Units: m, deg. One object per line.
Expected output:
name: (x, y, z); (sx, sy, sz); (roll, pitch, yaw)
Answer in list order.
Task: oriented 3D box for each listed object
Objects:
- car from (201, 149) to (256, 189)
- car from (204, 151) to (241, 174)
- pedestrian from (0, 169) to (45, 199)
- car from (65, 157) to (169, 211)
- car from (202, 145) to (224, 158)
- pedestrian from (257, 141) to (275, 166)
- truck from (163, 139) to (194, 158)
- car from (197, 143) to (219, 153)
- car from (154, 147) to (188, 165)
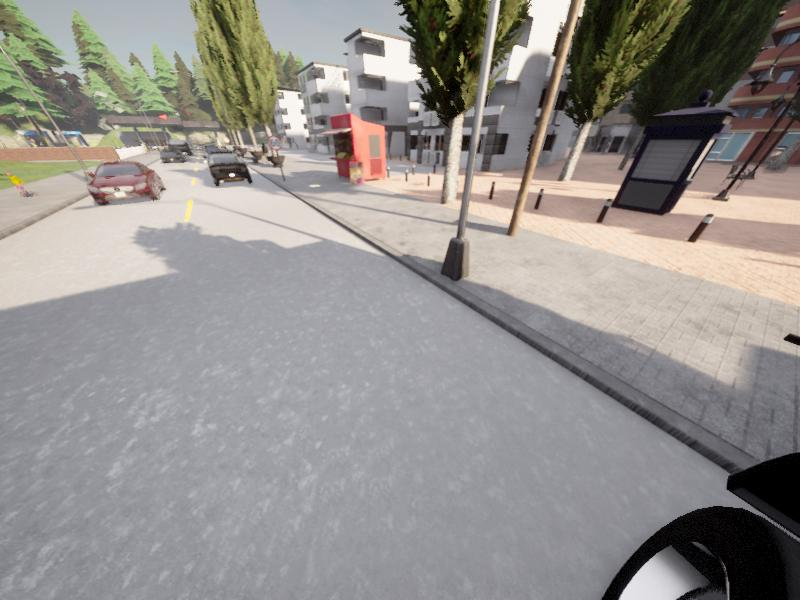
car: (-10.584, -8.134, 14.101); (1.930, 1.638, 5.238); (-22, 41, -28)
car: (-14.913, -11.575, 19.315); (1.895, 1.301, 4.718); (-22, 41, -28)
pedestrian: (-16.393, -5.018, 9.973); (0.500, 1.100, 0.500); (3, 35, 5)
car: (-12.251, -5.415, 10.430); (1.812, 1.442, 4.674); (-22, 41, -28)
car: (-27.759, -22.130, 34.299); (2.033, 1.411, 5.357); (-22, 41, -28)
pedestrian: (-12.293, -13.416, 21.194); (0.751, 1.860, 0.751); (30, 45, 35)
truck: (-33.435, -23.056, 35.042); (2.390, 2.098, 6.274); (-22, 41, -27)
car: (-40.712, -32.318, 49.014); (5.238, 1.638, 1.930); (26, 43, 32)
car: (-24.714, -15.701, 25.087); (1.816, 1.474, 4.193); (-21, 40, -27)
